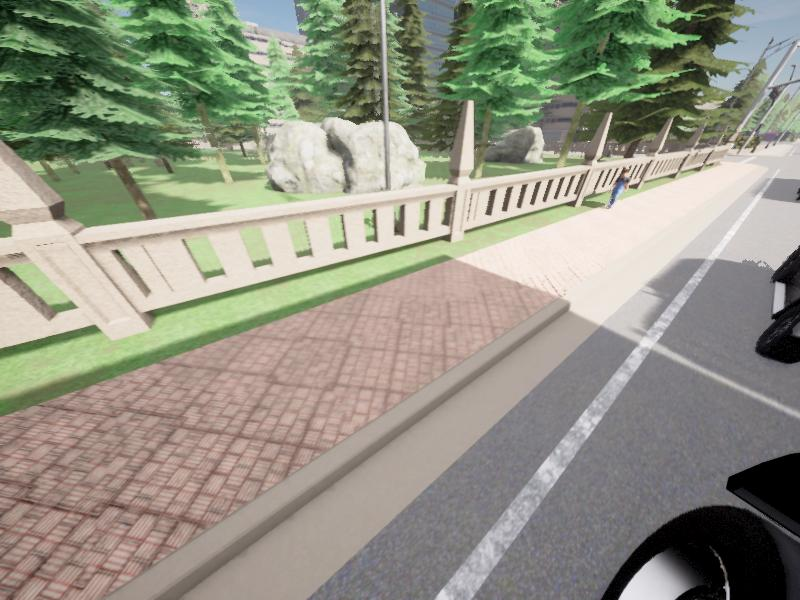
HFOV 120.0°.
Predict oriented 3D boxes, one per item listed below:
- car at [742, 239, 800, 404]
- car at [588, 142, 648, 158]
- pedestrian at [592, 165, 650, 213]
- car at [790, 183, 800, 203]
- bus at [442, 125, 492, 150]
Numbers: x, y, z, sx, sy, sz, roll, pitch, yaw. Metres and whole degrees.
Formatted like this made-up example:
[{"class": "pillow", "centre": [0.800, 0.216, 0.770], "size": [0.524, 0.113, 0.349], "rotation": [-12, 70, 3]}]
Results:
[{"class": "car", "centre": [6.331, -0.147, 2.558], "size": [4.605, 1.855, 1.932], "rotation": [-21, 40, -29]}, {"class": "car", "centre": [28.912, -20.106, 30.884], "size": [1.801, 1.575, 5.366], "rotation": [-22, 41, -28]}, {"class": "pedestrian", "centre": [7.337, -3.732, 7.731], "size": [0.751, 1.300, 0.751], "rotation": [-21, 40, -27]}, {"class": "car", "centre": [17.995, -4.791, 9.267], "size": [3.633, 1.501, 1.845], "rotation": [-22, 41, -28]}, {"class": "bus", "centre": [14.731, -36.504, 51.929], "size": [3.944, 4.253, 10.273], "rotation": [-22, 41, -28]}]
